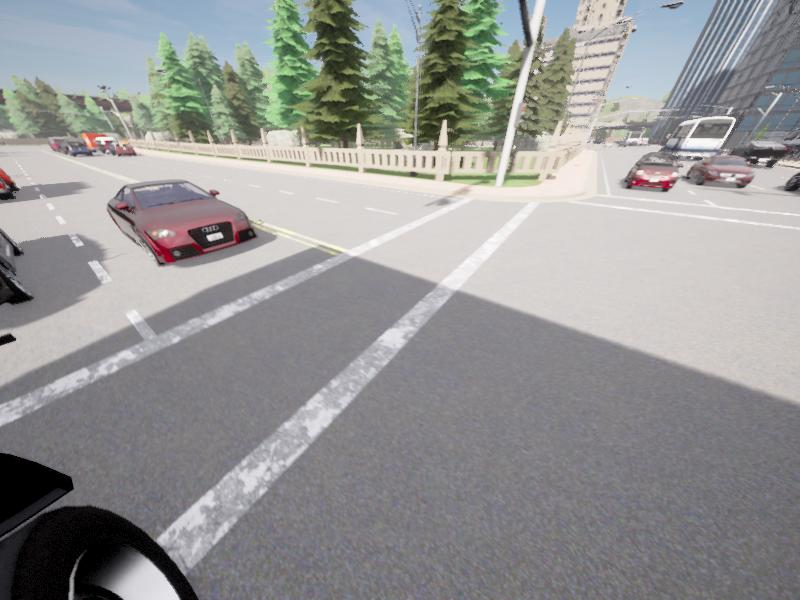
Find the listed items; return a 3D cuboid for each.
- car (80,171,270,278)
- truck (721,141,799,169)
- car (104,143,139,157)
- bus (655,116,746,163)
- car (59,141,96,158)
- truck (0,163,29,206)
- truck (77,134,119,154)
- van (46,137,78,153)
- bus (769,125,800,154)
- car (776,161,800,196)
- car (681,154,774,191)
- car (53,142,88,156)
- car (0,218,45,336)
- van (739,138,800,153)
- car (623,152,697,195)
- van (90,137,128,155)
[{"bbox_3d":[-5.560,-2.160,5.742,4.181,1.385,1.994,22,41,28],"label":"car"},{"bbox_3d":[35.715,-14.723,23.264,2.390,2.098,6.274,25,42,31],"label":"truck"},{"bbox_3d":[-36.925,-19.948,30.621,3.806,1.475,1.970,22,41,28],"label":"car"},{"bbox_3d":[37.981,-20.826,30.072,3.944,4.253,10.273,22,41,28],"label":"bus"},{"bbox_3d":[-41.399,-19.365,29.646,3.988,1.617,1.851,22,41,28],"label":"car"},{"bbox_3d":[-18.173,-5.309,9.127,5.204,2.467,2.627,23,41,27],"label":"truck"},{"bbox_3d":[-47.713,-24.764,36.503,5.204,2.467,2.627,22,41,28],"label":"truck"},{"bbox_3d":[-52.743,-24.154,36.016,4.442,1.987,1.775,22,41,28],"label":"van"},{"bbox_3d":[75.776,-28.052,40.526,10.273,4.253,3.944,22,41,28],"label":"bus"},{"bbox_3d":[20.498,-5.364,10.279,2.152,1.651,5.027,23,41,28],"label":"car"},{"bbox_3d":[19.331,-7.862,13.967,1.812,1.442,4.674,22,41,28],"label":"car"},{"bbox_3d":[-46.930,-21.538,32.867,5.357,1.411,2.033,22,41,28],"label":"car"},{"bbox_3d":[-7.942,-0.779,3.526,5.238,1.638,1.930,22,41,28],"label":"car"},{"bbox_3d":[73.692,-30.730,45.890,6.366,2.431,2.351,22,41,28],"label":"van"},{"bbox_3d":[13.929,-7.091,12.688,1.851,1.617,3.988,24,41,30],"label":"car"},{"bbox_3d":[-42.037,-22.267,33.380,4.480,2.038,2.069,22,41,28],"label":"van"}]
